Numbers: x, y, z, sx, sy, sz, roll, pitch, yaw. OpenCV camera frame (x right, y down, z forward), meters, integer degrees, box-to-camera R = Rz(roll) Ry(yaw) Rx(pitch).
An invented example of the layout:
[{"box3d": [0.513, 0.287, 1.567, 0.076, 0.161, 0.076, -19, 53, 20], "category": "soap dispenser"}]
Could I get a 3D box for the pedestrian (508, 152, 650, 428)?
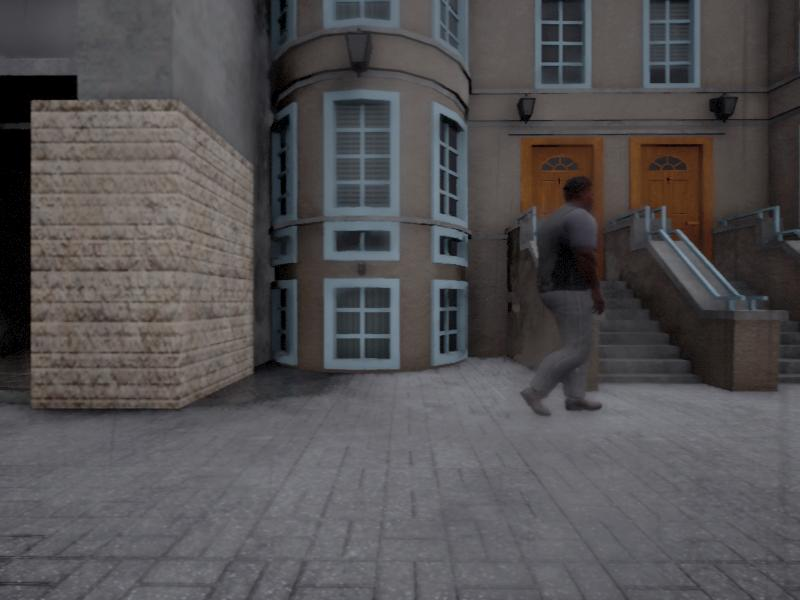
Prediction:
[{"box3d": [1.302, -0.067, 3.065, 0.751, 1.860, 0.751, 0, 0, 0], "category": "pedestrian"}]
